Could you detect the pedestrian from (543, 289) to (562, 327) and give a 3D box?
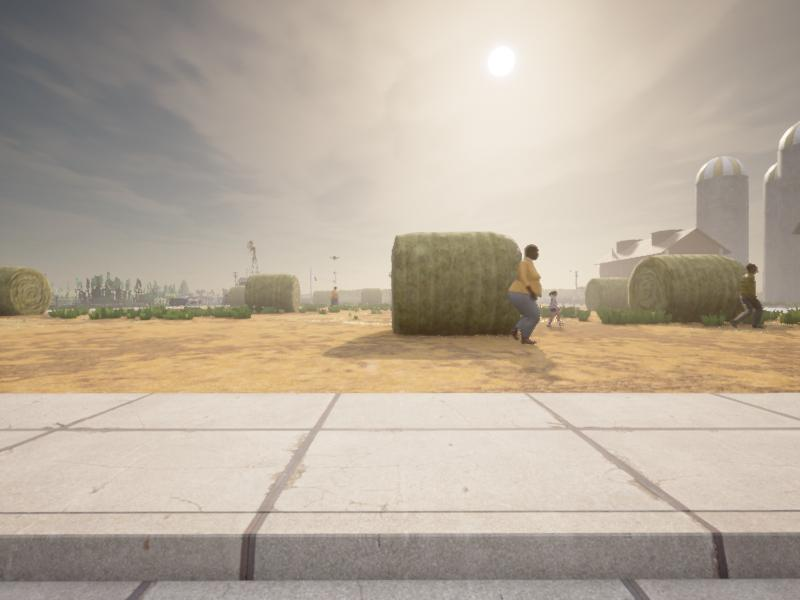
[{"bbox_3d":[4.526,0.237,11.898,0.500,1.100,0.500,0,0,18],"label":"pedestrian"}]

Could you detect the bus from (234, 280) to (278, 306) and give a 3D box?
[{"bbox_3d":[-25.894,-1.174,72.545,3.944,4.253,10.273,0,0,2],"label":"bus"}]

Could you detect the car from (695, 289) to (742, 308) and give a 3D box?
[{"bbox_3d":[35.786,-0.139,44.980,1.905,1.878,3.866,-8,4,-44],"label":"car"}]

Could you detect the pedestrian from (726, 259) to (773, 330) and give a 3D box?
[{"bbox_3d":[9.449,-0.142,10.860,0.751,1.860,0.751,0,0,21],"label":"pedestrian"}]

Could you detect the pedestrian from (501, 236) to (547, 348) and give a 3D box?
[{"bbox_3d":[2.223,-0.132,7.134,0.751,1.860,0.751,0,0,20],"label":"pedestrian"}]

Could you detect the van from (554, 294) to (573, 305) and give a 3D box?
[{"bbox_3d":[30.900,-0.029,75.723,1.775,1.987,4.442,0,0,-1],"label":"van"}]

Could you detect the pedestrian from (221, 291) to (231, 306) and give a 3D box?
[{"bbox_3d":[-21.705,-0.150,49.867,0.751,1.860,0.751,0,0,17],"label":"pedestrian"}]

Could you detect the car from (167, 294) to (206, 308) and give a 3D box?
[{"bbox_3d":[-26.737,0.136,50.308,1.930,1.638,5.238,0,0,2],"label":"car"}]

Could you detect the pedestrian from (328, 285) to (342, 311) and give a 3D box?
[{"bbox_3d":[-4.689,-0.147,28.883,0.751,1.860,0.751,0,0,-41],"label":"pedestrian"}]
